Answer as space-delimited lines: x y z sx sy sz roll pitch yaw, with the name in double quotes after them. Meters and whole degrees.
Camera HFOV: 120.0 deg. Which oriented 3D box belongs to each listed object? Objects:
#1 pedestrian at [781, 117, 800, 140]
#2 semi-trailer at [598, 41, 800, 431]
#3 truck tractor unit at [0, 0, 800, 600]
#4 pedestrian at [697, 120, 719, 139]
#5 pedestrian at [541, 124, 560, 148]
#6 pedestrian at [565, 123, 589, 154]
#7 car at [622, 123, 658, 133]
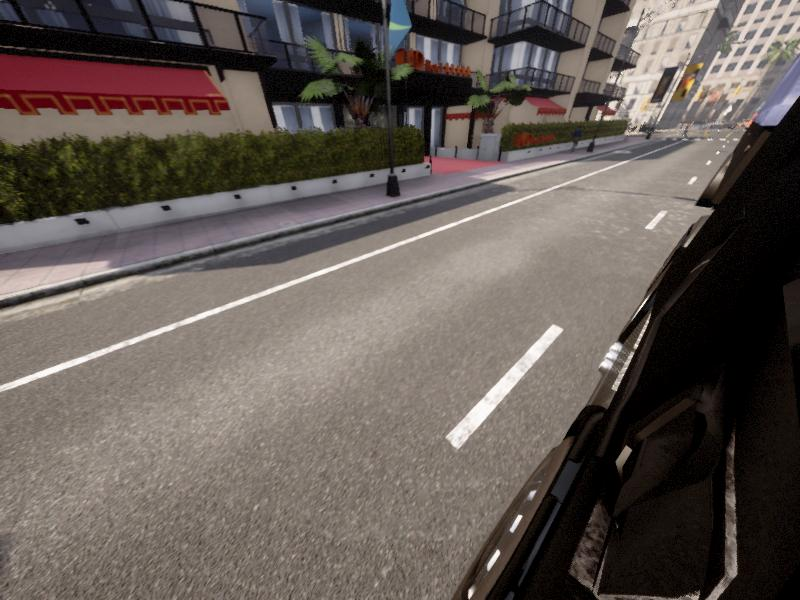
40.689 -17.622 23.761 0.751 1.860 0.751 -25 42 -28 "pedestrian"
8.709 -3.567 4.262 14.254 4.402 2.717 -28 44 -30 "semi-trailer"
2.645 -0.295 0.351 6.516 4.208 3.053 -28 44 -30 "truck tractor unit"
36.972 -20.453 27.748 0.751 1.860 0.751 -25 43 -28 "pedestrian"
14.567 -15.848 22.361 0.751 1.860 0.751 -28 44 -31 "pedestrian"
13.590 -12.403 17.772 0.751 1.860 0.751 27 46 34 "pedestrian"
48.186 -34.505 46.470 4.892 1.490 1.837 27 46 33 "car"
